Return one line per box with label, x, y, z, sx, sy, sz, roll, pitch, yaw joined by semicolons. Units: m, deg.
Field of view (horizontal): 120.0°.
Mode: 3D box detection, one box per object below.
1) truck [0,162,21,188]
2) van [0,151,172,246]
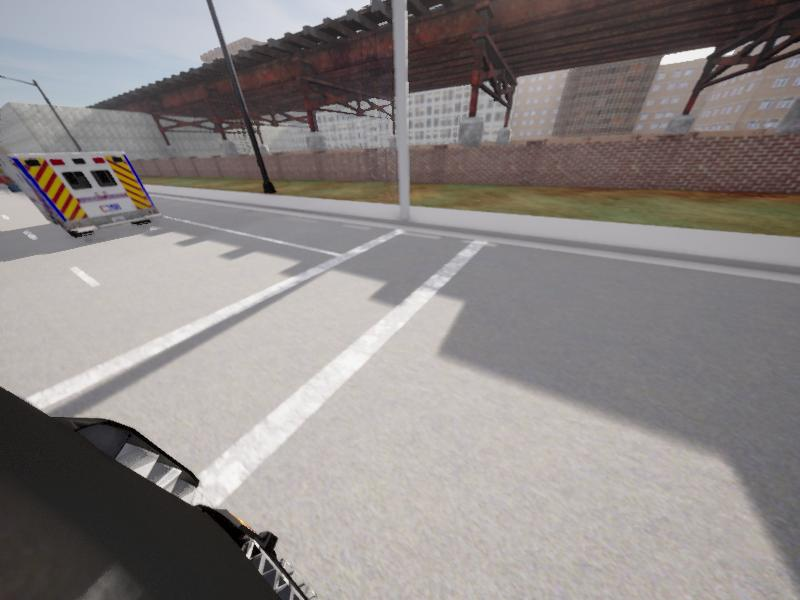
truck;-49.579;-15.432;27.235;8.468;3.827;2.891;16;38;26
van;-12.146;-4.067;8.769;6.366;2.431;2.351;16;38;26
